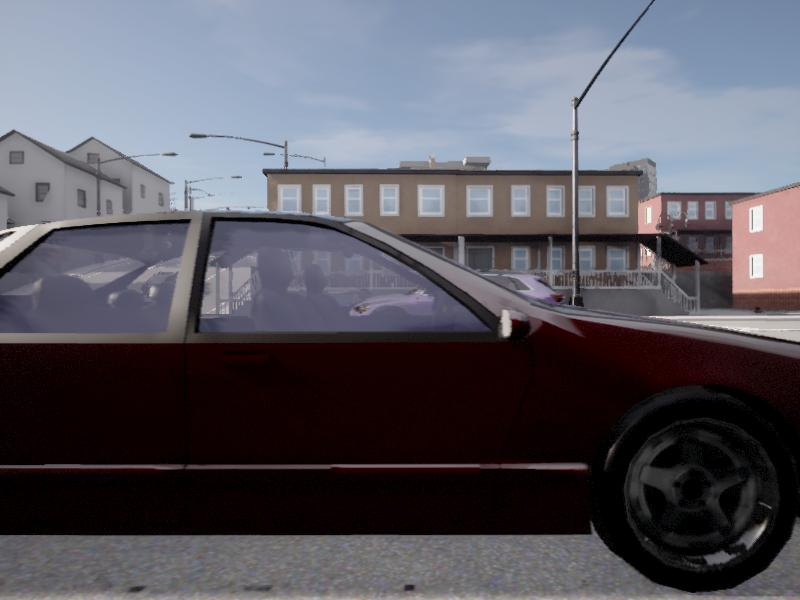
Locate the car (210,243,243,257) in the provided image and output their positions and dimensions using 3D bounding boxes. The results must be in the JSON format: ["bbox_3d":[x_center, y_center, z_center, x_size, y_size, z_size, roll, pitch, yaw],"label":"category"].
[{"bbox_3d":[-21.557,-6.276,49.926,2.007,1.525,4.514,0,9,0],"label":"car"}]

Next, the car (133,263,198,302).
[{"bbox_3d":[-17.817,-1.414,30.714,2.163,1.488,4.792,0,22,-1],"label":"car"}]

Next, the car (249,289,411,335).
[{"bbox_3d":[-2.024,0.357,12.596,4.718,1.301,1.895,0,0,1],"label":"car"}]

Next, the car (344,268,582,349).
[{"bbox_3d":[1.295,0.176,9.199,4.856,1.649,2.033,0,0,0],"label":"car"}]

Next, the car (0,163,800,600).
[{"bbox_3d":[-0.645,0.302,2.229,5.357,1.411,2.033,0,0,0],"label":"car"}]
